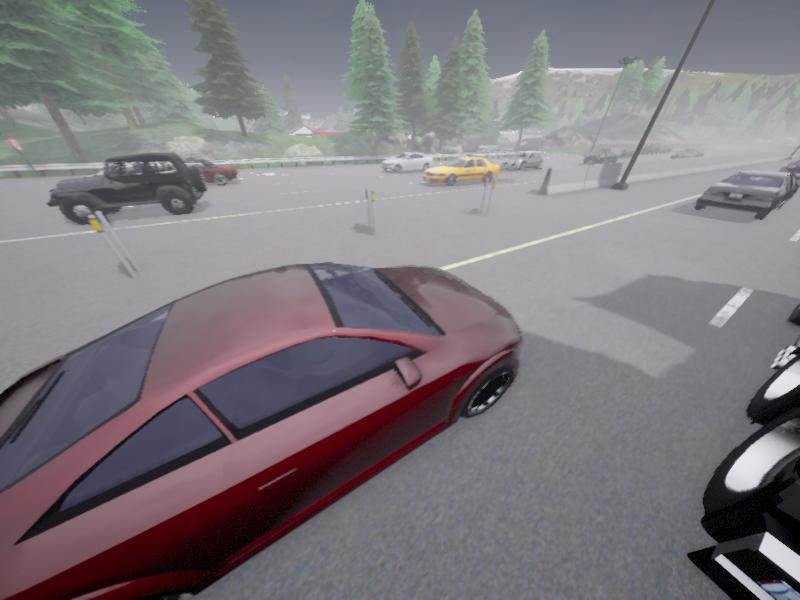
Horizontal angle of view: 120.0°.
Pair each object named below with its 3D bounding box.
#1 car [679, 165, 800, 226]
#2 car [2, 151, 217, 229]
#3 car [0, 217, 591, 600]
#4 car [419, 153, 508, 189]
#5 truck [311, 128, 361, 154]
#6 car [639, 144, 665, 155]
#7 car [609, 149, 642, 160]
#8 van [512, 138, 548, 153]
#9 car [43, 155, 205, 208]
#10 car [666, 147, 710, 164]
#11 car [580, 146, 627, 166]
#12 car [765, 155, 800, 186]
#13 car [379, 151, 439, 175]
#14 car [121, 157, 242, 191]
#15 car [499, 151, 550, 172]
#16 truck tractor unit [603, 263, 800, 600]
[{"bbox_3d":[13.861,-4.294,9.103,5.357,1.411,2.033,-18,39,-24],"label":"car"},{"bbox_3d":[-9.076,-3.958,7.964,3.866,1.878,1.905,-18,39,-24],"label":"car"},{"bbox_3d":[-0.731,0.463,2.142,4.181,1.385,1.994,-18,39,-25],"label":"car"},{"bbox_3d":[3.932,-8.062,14.266,5.366,1.575,1.801,-18,39,-24],"label":"car"},{"bbox_3d":[-12.130,-30.632,44.609,8.468,3.827,2.891,-16,38,-22],"label":"truck"},{"bbox_3d":[50.665,-30.306,46.459,3.866,1.878,1.905,-18,39,-24],"label":"car"},{"bbox_3d":[35.041,-22.681,35.843,4.718,1.301,1.895,-18,39,-24],"label":"car"},{"bbox_3d":[26.800,-32.089,47.866,1.988,2.561,5.915,-18,39,-25],"label":"van"},{"bbox_3d":[-11.516,-5.357,10.203,3.988,1.617,1.851,-18,39,-24],"label":"car"},{"bbox_3d":[38.110,-19.196,30.574,5.027,1.651,2.152,-18,39,-24],"label":"car"},{"bbox_3d":[23.752,-16.905,26.988,4.553,1.767,2.097,-18,39,-24],"label":"car"},{"bbox_3d":[27.543,-8.805,15.597,4.974,1.542,2.038,-18,39,-25],"label":"car"},{"bbox_3d":[0.756,-11.591,19.432,4.674,1.442,1.812,-18,39,-25],"label":"car"},{"bbox_3d":[-12.103,-7.343,13.328,4.718,1.301,1.895,-18,39,-24],"label":"car"},{"bbox_3d":[11.338,-12.737,21.152,3.806,1.475,1.970,-18,39,-24],"label":"car"},{"bbox_3d":[5.108,-0.302,0.795,6.516,4.208,3.053,-18,39,-24],"label":"truck tractor unit"}]
